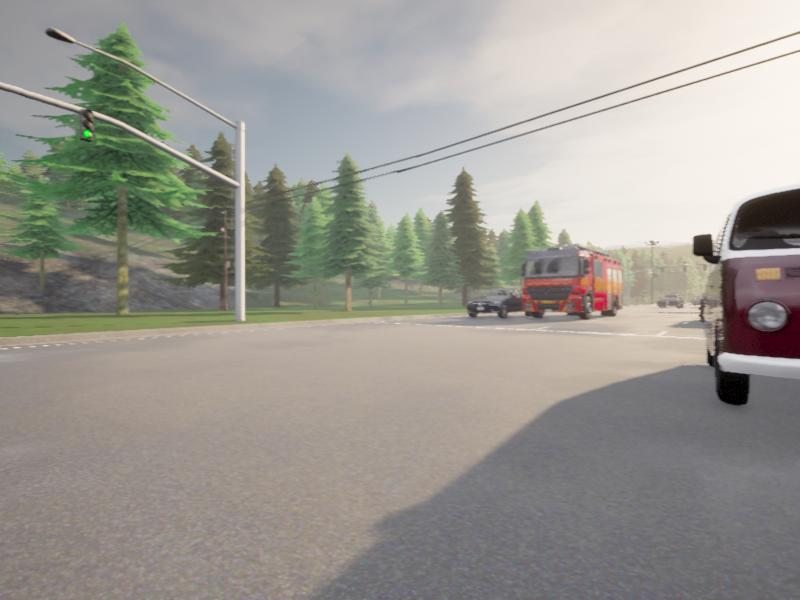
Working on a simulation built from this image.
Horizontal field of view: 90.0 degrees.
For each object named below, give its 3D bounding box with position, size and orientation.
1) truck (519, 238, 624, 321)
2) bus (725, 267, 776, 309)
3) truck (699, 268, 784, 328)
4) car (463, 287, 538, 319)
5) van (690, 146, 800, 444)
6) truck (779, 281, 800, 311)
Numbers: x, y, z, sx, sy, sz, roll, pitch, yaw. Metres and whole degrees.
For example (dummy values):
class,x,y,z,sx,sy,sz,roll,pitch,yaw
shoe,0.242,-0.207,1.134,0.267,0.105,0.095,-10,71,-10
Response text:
class,x,y,z,sx,sy,sz,roll,pitch,yaw
truck,9.927,-0.942,22.448,2.891,3.827,8.468,0,0,41
bus,39.342,-1.195,44.945,3.944,4.253,10.273,0,0,42
truck,14.629,-0.081,17.197,2.390,2.098,6.274,0,0,41
car,5.919,0.162,23.151,2.152,1.651,5.027,0,0,41
van,4.404,-0.036,4.298,2.069,2.038,4.480,0,0,36
truck,35.088,-0.290,35.041,2.627,2.467,5.204,0,0,41
